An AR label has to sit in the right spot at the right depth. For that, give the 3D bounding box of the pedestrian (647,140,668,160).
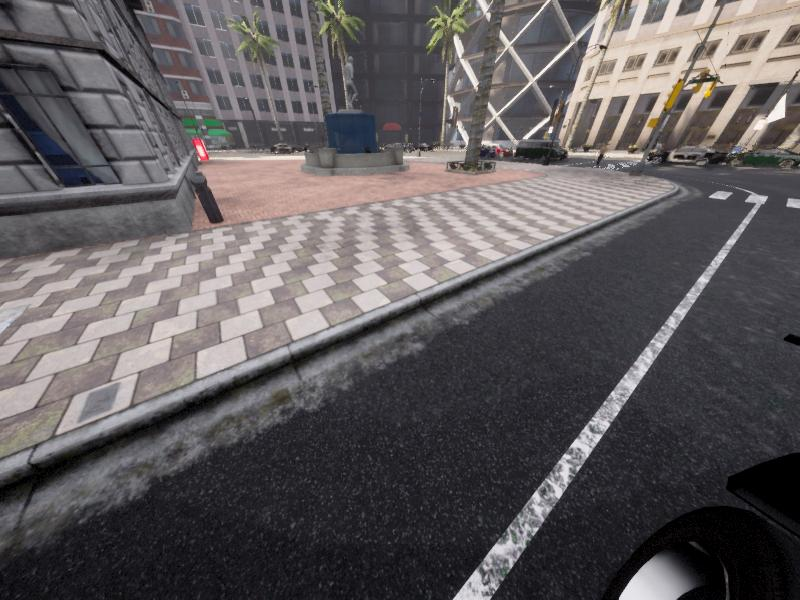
[{"bbox_3d":[29.634,-17.309,26.625,0.751,1.860,0.751,-21,40,-27],"label":"pedestrian"}]

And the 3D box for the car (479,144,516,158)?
[{"bbox_3d":[12.970,-19.974,30.900,3.806,1.475,1.970,28,44,34],"label":"car"}]

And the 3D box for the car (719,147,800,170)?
[{"bbox_3d":[31.734,-12.432,20.156,1.994,1.385,4.181,-22,41,-28],"label":"car"}]

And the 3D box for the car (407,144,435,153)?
[{"bbox_3d":[3.788,-27.909,42.386,4.718,1.301,1.895,12,37,17],"label":"car"}]

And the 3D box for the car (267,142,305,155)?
[{"bbox_3d":[-18.678,-25.026,38.148,5.238,1.638,1.930,-7,36,-10],"label":"car"}]

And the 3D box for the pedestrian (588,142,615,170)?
[{"bbox_3d":[16.163,-11.542,18.532,0.751,1.860,0.751,-18,39,-23],"label":"pedestrian"}]

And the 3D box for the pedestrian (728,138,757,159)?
[{"bbox_3d":[37.030,-16.391,25.006,0.751,1.860,0.751,17,39,23],"label":"pedestrian"}]

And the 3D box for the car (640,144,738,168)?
[{"bbox_3d":[26.385,-13.438,21.384,1.930,1.638,5.238,-22,41,-28],"label":"car"}]

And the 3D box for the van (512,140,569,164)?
[{"bbox_3d":[14.788,-15.838,24.575,1.775,1.987,4.442,-24,41,-29],"label":"van"}]

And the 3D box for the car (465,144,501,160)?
[{"bbox_3d":[10.397,-18.668,29.017,3.633,1.501,1.845,27,44,33],"label":"car"}]

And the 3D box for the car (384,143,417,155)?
[{"bbox_3d":[0.087,-24.480,37.358,4.902,1.511,2.128,9,36,13],"label":"car"}]

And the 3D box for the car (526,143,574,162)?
[{"bbox_3d":[17.276,-17.152,26.751,1.851,1.617,3.988,-24,42,-30],"label":"car"}]
